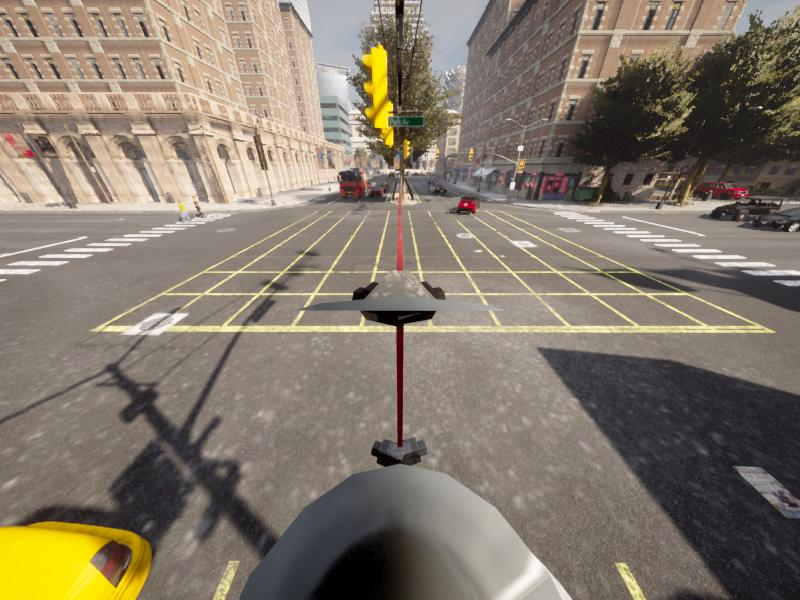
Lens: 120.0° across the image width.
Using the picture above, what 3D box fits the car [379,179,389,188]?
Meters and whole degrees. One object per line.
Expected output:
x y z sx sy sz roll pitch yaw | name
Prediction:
-3.527 -26.265 51.891 1.851 1.617 3.988 0 30 0 | car

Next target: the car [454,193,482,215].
7.050 -9.964 23.738 2.007 1.525 4.514 11 32 18 | car

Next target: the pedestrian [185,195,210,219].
-17.497 -8.021 19.990 0.751 1.860 0.751 2 30 3 | pedestrian

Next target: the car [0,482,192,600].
-3.602 3.641 0.119 1.801 1.575 5.366 2 30 4 | car

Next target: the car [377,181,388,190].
-3.540 -23.214 46.736 1.970 1.475 3.806 0 30 0 | car

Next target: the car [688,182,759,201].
45.966 -15.687 33.129 2.150 2.045 5.566 1 30 2 | car

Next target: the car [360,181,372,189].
-7.048 -24.187 48.530 1.994 1.385 4.181 0 30 -1 | car

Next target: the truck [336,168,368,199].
-7.080 -18.109 35.546 2.891 3.827 8.468 0 30 0 | truck

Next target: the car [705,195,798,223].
29.349 -7.703 19.457 3.866 1.878 1.905 1 30 1 | car

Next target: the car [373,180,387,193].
-3.558 -20.387 41.522 2.097 1.767 4.553 0 30 0 | car

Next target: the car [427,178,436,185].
7.975 -30.237 58.932 1.812 1.442 4.674 0 30 0 | car

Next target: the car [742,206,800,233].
28.624 -5.773 16.509 4.892 1.490 1.837 0 30 0 | car

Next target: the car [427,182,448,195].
6.371 -19.207 39.744 2.038 1.542 4.974 -6 31 -10 | car

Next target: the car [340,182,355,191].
-10.295 -22.354 45.417 1.895 1.301 4.718 0 30 0 | car

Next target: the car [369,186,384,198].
-3.577 -16.711 35.654 1.895 1.301 4.718 0 30 0 | car

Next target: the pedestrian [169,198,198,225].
-16.764 -6.842 17.948 0.751 1.860 0.751 -2 30 -3 | pedestrian
